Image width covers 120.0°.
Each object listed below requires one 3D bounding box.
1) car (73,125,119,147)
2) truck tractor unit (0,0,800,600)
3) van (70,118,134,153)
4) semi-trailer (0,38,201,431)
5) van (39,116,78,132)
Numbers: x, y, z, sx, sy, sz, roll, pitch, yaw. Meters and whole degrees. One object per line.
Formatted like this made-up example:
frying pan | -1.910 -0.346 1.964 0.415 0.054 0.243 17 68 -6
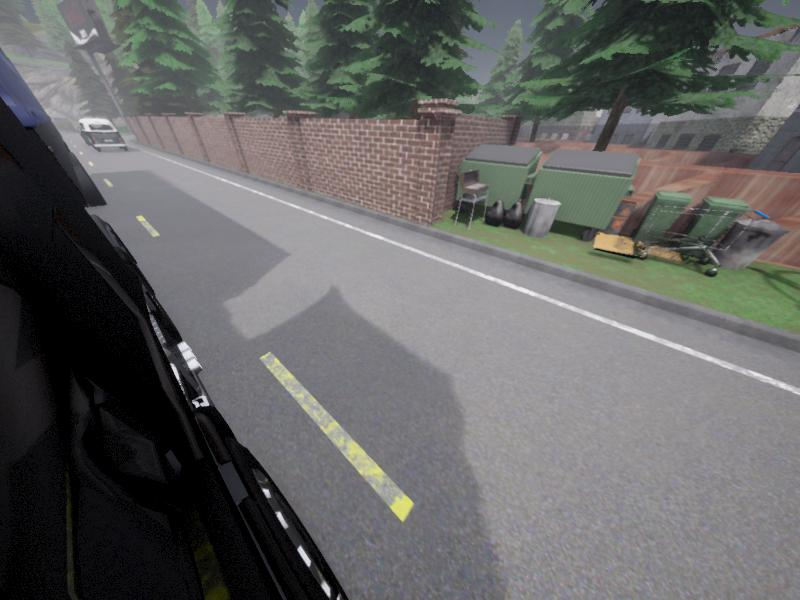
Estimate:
car | -28.864 -15.627 21.909 4.892 1.490 1.837 28 43 30
truck tractor unit | -2.645 -0.295 0.352 6.516 4.208 3.053 28 44 30
van | -23.495 -13.038 18.240 4.480 2.038 2.069 28 43 30
semi-trailer | -8.678 -3.596 4.281 14.254 4.402 2.717 28 44 30
van | -55.634 -28.662 37.668 4.442 1.987 1.775 16 39 18
